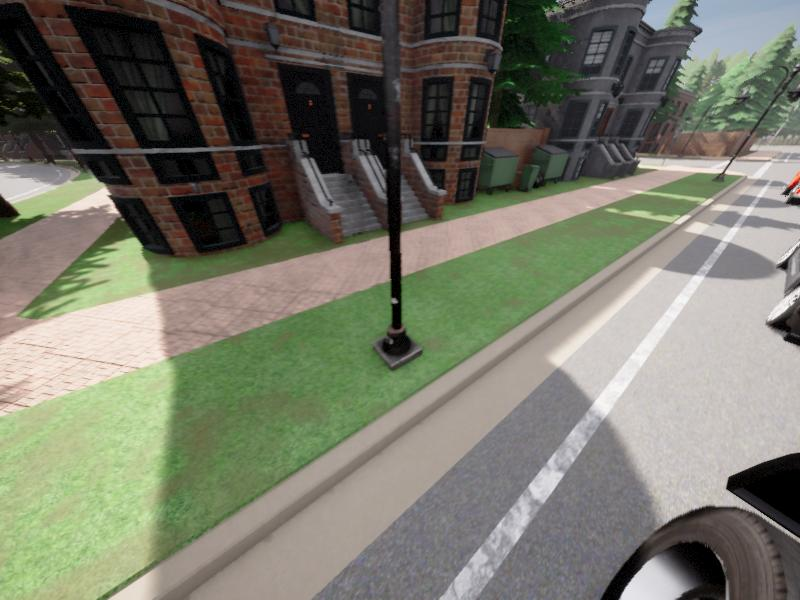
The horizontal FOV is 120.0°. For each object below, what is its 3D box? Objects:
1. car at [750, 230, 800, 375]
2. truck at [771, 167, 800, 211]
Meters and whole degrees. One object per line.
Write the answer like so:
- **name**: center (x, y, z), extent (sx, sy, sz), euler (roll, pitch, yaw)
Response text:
- **car**: center (7.072, -0.400, 2.993), extent (5.238, 1.638, 1.930), euler (-22, 41, -28)
- **truck**: center (16.906, -4.747, 8.355), extent (5.204, 2.467, 2.627), euler (-22, 41, -28)
